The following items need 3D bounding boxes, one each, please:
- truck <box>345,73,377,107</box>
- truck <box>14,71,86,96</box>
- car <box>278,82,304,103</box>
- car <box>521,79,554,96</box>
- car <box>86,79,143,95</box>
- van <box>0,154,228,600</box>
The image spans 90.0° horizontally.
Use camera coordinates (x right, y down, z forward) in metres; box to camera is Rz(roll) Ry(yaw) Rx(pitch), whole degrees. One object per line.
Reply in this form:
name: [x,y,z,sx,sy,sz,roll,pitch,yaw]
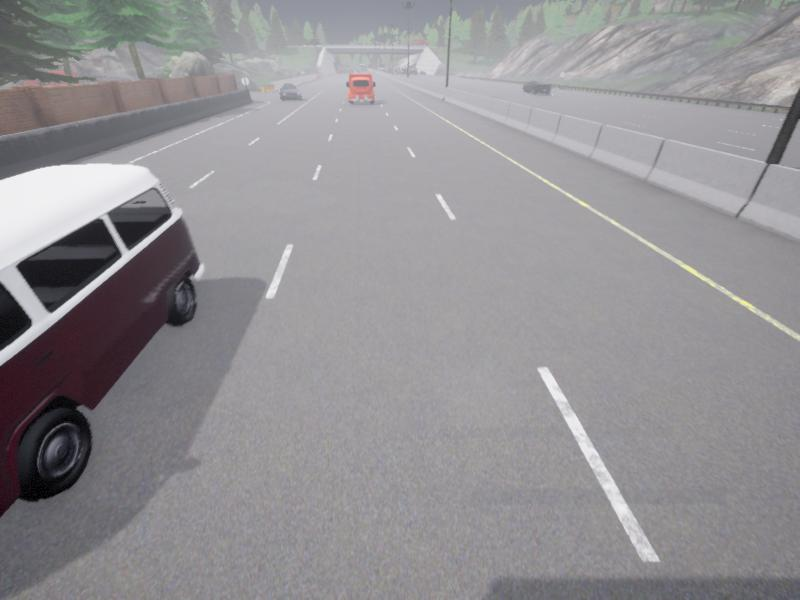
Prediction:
truck: [-3.555,-19.208,36.421,2.627,2.467,5.204,-3,30,-5]
truck: [-40.850,-25.403,46.894,5.204,2.467,2.627,-2,30,-4]
car: [-11.126,-21.117,40.657,2.038,1.542,4.974,-9,32,-14]
car: [16.327,-25.431,47.824,1.882,1.535,5.008,-3,30,-4]
car: [-33.862,-25.354,47.591,4.856,1.649,2.033,-3,30,-4]
van: [-3.632,0.087,3.860,2.069,2.038,4.480,-2,30,-3]
